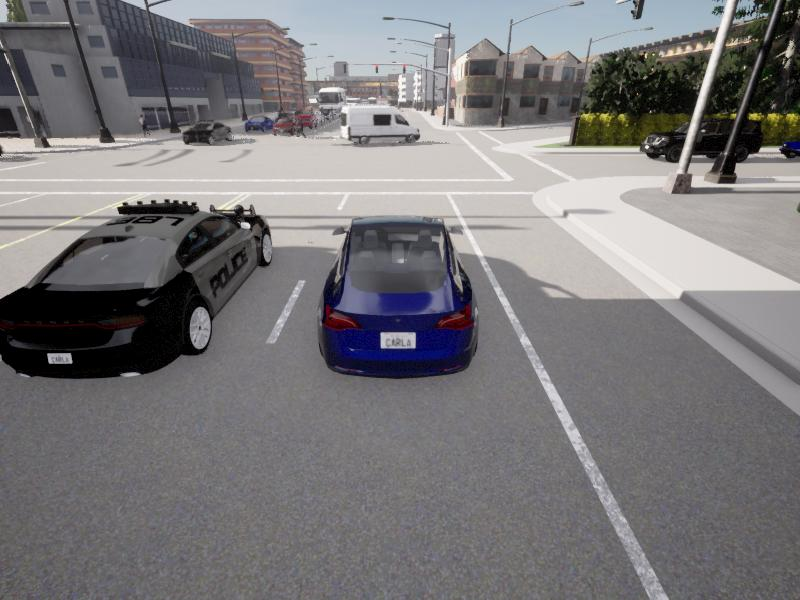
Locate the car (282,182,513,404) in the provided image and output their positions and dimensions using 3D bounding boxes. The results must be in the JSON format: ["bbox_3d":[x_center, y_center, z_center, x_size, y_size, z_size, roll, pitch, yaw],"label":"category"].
[{"bbox_3d":[-0.032,-0.602,6.211,2.163,1.488,4.792,0,27,0],"label":"car"}]

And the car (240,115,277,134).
[{"bbox_3d":[-14.270,-17.907,40.684,1.882,1.535,5.008,0,27,0],"label":"car"}]

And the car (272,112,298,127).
[{"bbox_3d":[-14.326,-22.613,49.990,1.837,1.490,4.892,0,27,0],"label":"car"}]

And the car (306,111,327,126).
[{"bbox_3d":[-10.838,-23.679,52.104,1.812,1.442,4.674,0,27,0],"label":"car"}]

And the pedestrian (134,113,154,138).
[{"bbox_3d":[-20.823,-14.208,32.582,0.751,1.860,0.751,-3,27,-6],"label":"pedestrian"}]

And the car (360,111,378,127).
[{"bbox_3d":[-3.833,-22.447,49.622,1.882,1.535,5.008,0,28,0],"label":"car"}]

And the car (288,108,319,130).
[{"bbox_3d":[-10.792,-20.502,45.272,2.150,2.045,5.566,0,27,0],"label":"car"}]

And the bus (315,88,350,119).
[{"bbox_3d":[-10.815,-32.433,65.679,3.944,4.253,10.273,0,28,0],"label":"bus"}]

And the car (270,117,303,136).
[{"bbox_3d":[-10.725,-16.535,38.052,1.812,1.442,4.674,0,27,0],"label":"car"}]

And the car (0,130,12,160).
[{"bbox_3d":[-24.010,-8.260,21.417,4.193,1.474,1.816,-1,27,-3],"label":"car"}]

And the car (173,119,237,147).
[{"bbox_3d":[-14.351,-12.530,29.838,1.930,1.638,5.238,1,27,3],"label":"car"}]

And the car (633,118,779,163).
[{"bbox_3d":[15.943,-8.466,21.182,5.566,2.045,2.150,0,26,0],"label":"car"}]

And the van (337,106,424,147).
[{"bbox_3d":[-1.400,-12.836,29.436,5.915,2.561,1.988,-12,30,-22],"label":"van"}]

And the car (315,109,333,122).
[{"bbox_3d":[-10.875,-26.558,57.570,1.816,1.474,4.193,0,28,0],"label":"car"}]

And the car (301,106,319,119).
[{"bbox_3d":[-14.423,-30.219,64.396,1.882,1.535,5.008,0,28,0],"label":"car"}]

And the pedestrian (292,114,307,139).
[{"bbox_3d":[-8.400,-14.496,33.480,0.751,1.860,0.751,23,34,38],"label":"pedestrian"}]

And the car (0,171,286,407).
[{"bbox_3d":[-3.525,-0.752,6.335,1.930,1.638,5.238,0,27,0],"label":"car"}]

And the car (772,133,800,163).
[{"bbox_3d":[23.275,-8.123,21.335,4.718,1.301,1.895,0,26,0],"label":"car"}]
